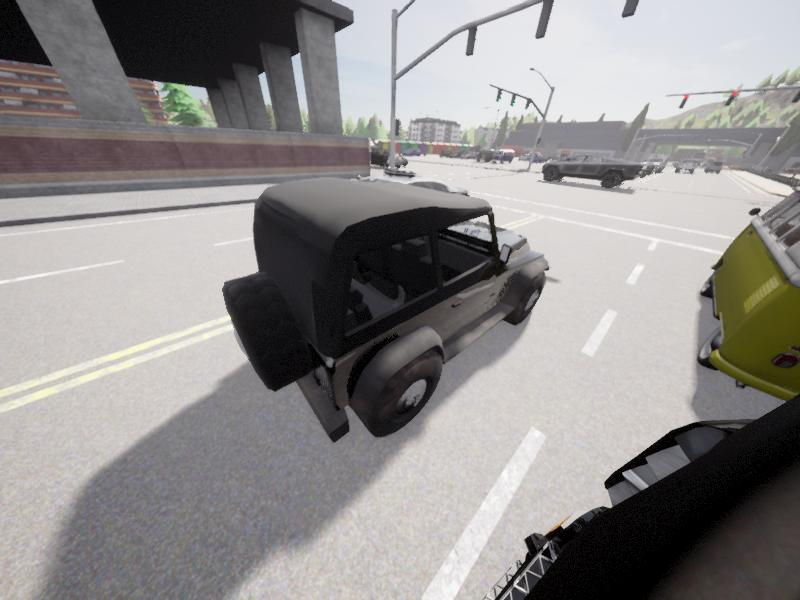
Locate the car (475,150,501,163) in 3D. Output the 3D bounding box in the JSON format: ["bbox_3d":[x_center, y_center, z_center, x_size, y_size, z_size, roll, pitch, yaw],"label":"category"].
[{"bbox_3d":[15.575,-25.375,40.883,4.605,1.855,1.932,-25,42,-34],"label":"car"}]

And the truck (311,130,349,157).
[{"bbox_3d":[-13.194,-29.276,43.269,2.891,3.827,8.468,-25,42,-35],"label":"truck"}]

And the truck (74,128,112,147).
[{"bbox_3d":[-51.761,-27.520,39.161,2.615,2.467,5.204,-25,42,-34],"label":"truck"}]

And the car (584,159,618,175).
[{"bbox_3d":[26.370,-17.489,30.296,4.856,1.649,2.033,-25,42,-34],"label":"car"}]

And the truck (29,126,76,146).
[{"bbox_3d":[-54.997,-26.037,36.730,2.615,2.467,5.204,-25,42,-34],"label":"truck"}]

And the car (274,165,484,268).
[{"bbox_3d":[-0.171,-2.669,6.376,5.238,1.638,1.930,-25,42,-34],"label":"car"}]

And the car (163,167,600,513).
[{"bbox_3d":[0.275,-0.382,2.760,3.866,1.878,1.905,-25,42,-34],"label":"car"}]

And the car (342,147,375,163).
[{"bbox_3d":[-5.930,-20.649,32.803,1.930,1.638,5.238,-25,42,-35],"label":"car"}]

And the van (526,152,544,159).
[{"bbox_3d":[48.309,-51.786,82.673,2.069,2.038,4.480,-23,42,-33],"label":"van"}]

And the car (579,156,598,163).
[{"bbox_3d":[57.028,-42.408,69.789,1.970,1.475,3.806,-24,42,-34],"label":"car"}]

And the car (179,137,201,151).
[{"bbox_3d":[-35.286,-26.246,38.798,1.905,1.878,3.866,-25,42,-34],"label":"car"}]

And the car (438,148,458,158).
[{"bbox_3d":[11.099,-33.744,53.111,4.605,1.855,1.932,-25,42,-34],"label":"car"}]

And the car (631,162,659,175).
[{"bbox_3d":[35.240,-18.878,33.183,4.181,1.385,1.994,-25,42,-34],"label":"car"}]

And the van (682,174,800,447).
[{"bbox_3d":[5.429,-0.203,2.741,4.442,1.987,1.775,-25,42,-34],"label":"van"}]

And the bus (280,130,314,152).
[{"bbox_3d":[-26.663,-41.112,59.708,3.944,4.253,10.273,-25,42,-35],"label":"bus"}]

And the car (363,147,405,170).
[{"bbox_3d":[-1.822,-15.128,24.603,1.932,1.855,4.605,-25,42,-35],"label":"car"}]

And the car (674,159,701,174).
[{"bbox_3d":[50.515,-23.535,40.544,5.566,2.045,2.150,-25,42,-34],"label":"car"}]

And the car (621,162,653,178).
[{"bbox_3d":[29.856,-16.441,29.088,3.806,1.475,1.970,-25,42,-34],"label":"car"}]

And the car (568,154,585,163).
[{"bbox_3d":[46.734,-37.518,61.083,4.605,1.855,1.932,-25,42,-34],"label":"car"}]

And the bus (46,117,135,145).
[{"bbox_3d":[-65.312,-35.898,49.487,10.273,4.253,3.944,-25,42,-34],"label":"bus"}]

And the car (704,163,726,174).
[{"bbox_3d":[58.532,-24.503,42.940,3.633,1.501,1.845,-25,42,-34],"label":"car"}]

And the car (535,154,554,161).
[{"bbox_3d":[38.230,-37.583,61.049,5.357,1.415,2.033,-25,42,-34],"label":"car"}]

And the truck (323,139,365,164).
[{"bbox_3d":[-7.124,-18.859,29.301,2.627,2.467,5.204,-25,42,-35],"label":"truck"}]

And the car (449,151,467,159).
[{"bbox_3d":[12.897,-32.412,51.615,3.905,1.438,1.784,-25,42,-34],"label":"car"}]

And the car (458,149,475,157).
[{"bbox_3d":[18.760,-41.349,64.991,4.605,1.855,1.932,-25,42,-34],"label":"car"}]

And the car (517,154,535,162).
[{"bbox_3d":[29.951,-33.783,54.836,3.806,1.475,1.970,-25,42,-34],"label":"car"}]

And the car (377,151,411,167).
[{"bbox_3d":[-0.821,-17.230,28.172,1.816,1.474,4.193,-25,42,-35],"label":"car"}]

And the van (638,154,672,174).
[{"bbox_3d":[41.819,-22.342,37.843,6.366,2.431,2.351,-25,42,-34],"label":"van"}]

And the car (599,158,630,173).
[{"bbox_3d":[32.237,-20.262,34.675,4.553,1.767,2.097,-25,42,-34],"label":"car"}]

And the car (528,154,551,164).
[{"bbox_3d":[28.824,-29.169,47.729,4.611,1.667,2.242,-25,42,-34],"label":"car"}]

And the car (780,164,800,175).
[{"bbox_3d":[90.519,-29.361,52.017,1.932,1.855,4.605,-25,42,-34],"label":"car"}]

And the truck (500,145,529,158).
[{"bbox_3d":[41.504,-54.262,84.314,2.891,3.827,8.468,-23,42,-33],"label":"truck"}]

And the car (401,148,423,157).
[{"bbox_3d":[2.699,-33.848,53.026,4.611,1.667,2.242,-25,42,-34],"label":"car"}]

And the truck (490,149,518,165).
[{"bbox_3d":[17.539,-24.211,39.098,4.478,2.038,2.069,-25,42,-34],"label":"truck"}]

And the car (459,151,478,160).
[{"bbox_3d":[14.803,-31.118,49.860,3.806,1.475,1.970,-25,42,-34],"label":"car"}]

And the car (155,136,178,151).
[{"bbox_3d":[-37.494,-25.234,37.139,1.905,1.878,3.866,-25,42,-34],"label":"car"}]

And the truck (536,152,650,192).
[{"bbox_3d":[14.784,-10.250,18.227,2.390,2.098,6.274,-26,43,-35],"label":"truck"}]

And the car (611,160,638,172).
[{"bbox_3d":[37.959,-22.771,39.085,4.792,1.488,2.163,-25,42,-34],"label":"car"}]

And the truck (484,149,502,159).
[{"bbox_3d":[24.220,-37.851,59.942,4.478,2.038,2.069,-25,42,-34],"label":"truck"}]

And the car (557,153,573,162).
[{"bbox_3d":[44.868,-38.801,62.886,3.866,1.878,1.905,-25,42,-34],"label":"car"}]

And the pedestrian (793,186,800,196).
[{"bbox_3d":[29.408,-8.329,16.252,0.751,1.860,0.751,17,37,21],"label":"pedestrian"}]
